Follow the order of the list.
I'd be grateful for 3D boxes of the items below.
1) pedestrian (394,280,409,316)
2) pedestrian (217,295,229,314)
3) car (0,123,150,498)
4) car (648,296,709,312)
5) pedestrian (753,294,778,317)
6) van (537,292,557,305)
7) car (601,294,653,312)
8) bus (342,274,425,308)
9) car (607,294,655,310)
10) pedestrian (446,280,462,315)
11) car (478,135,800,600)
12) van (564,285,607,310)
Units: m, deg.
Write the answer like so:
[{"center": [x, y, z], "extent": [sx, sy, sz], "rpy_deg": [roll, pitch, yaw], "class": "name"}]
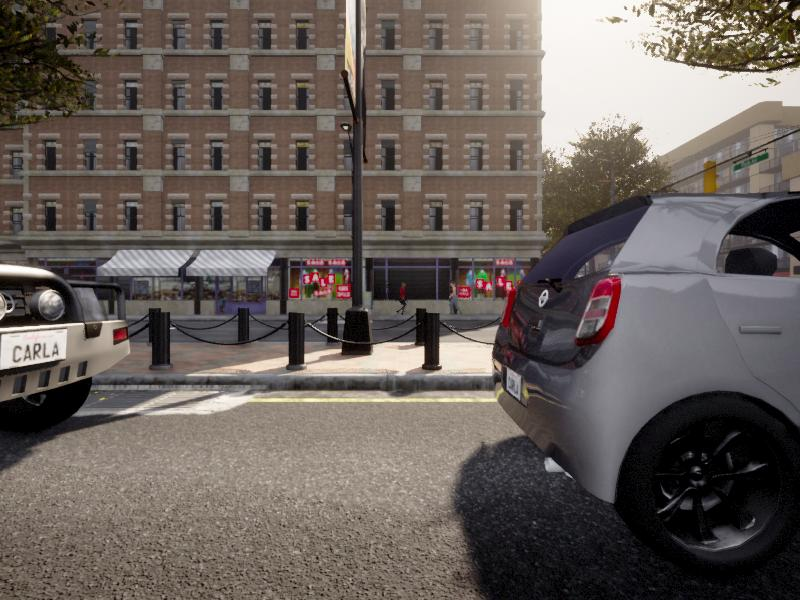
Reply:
[{"center": [0.099, -0.115, 21.131], "extent": [0.751, 1.860, 0.751], "rpy_deg": [0, 0, 5], "class": "pedestrian"}, {"center": [-10.177, 0.267, 22.989], "extent": [0.500, 1.100, 0.500], "rpy_deg": [0, 0, -2], "class": "pedestrian"}, {"center": [-4.281, 0.053, 2.201], "extent": [4.605, 1.855, 1.932], "rpy_deg": [0, 0, 0], "class": "car"}, {"center": [23.693, 0.341, 34.300], "extent": [1.895, 1.301, 4.718], "rpy_deg": [0, 0, 0], "class": "car"}, {"center": [20.609, 0.314, 22.565], "extent": [0.751, 1.300, 0.751], "rpy_deg": [0, 0, 5], "class": "pedestrian"}, {"center": [30.422, -0.286, 83.072], "extent": [1.988, 2.561, 5.915], "rpy_deg": [0, 0, 0], "class": "van"}, {"center": [20.184, 0.242, 35.853], "extent": [1.837, 1.490, 4.892], "rpy_deg": [0, 0, 0], "class": "car"}, {"center": [-2.059, -1.133, 51.914], "extent": [10.273, 4.253, 3.944], "rpy_deg": [0, 0, 0], "class": "bus"}, {"center": [23.652, 0.198, 41.198], "extent": [1.801, 1.575, 5.366], "rpy_deg": [0, 0, 0], "class": "car"}, {"center": [2.922, -0.115, 21.624], "extent": [0.751, 1.860, 0.751], "rpy_deg": [0, 0, 1], "class": "pedestrian"}, {"center": [2.425, 0.226, 2.192], "extent": [3.633, 1.501, 1.845], "rpy_deg": [0, 0, 0], "class": "car"}, {"center": [20.136, -0.280, 43.771], "extent": [1.988, 2.561, 5.915], "rpy_deg": [0, 0, 0], "class": "van"}]
